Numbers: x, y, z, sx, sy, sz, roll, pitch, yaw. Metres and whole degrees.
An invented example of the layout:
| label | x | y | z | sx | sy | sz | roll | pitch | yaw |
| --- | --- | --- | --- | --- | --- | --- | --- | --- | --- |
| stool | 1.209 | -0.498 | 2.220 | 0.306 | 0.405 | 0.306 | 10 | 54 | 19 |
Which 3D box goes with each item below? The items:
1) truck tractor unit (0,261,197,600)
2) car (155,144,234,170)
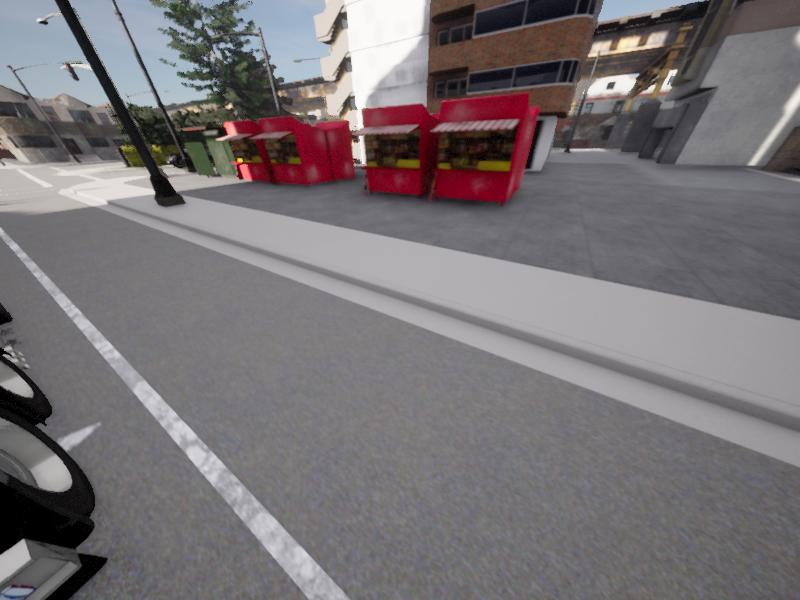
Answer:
| label | x | y | z | sx | sy | sz | roll | pitch | yaw |
| --- | --- | --- | --- | --- | --- | --- | --- | --- | --- |
| truck tractor unit | -5.113 | -0.296 | 0.795 | 6.516 | 4.208 | 3.053 | 18 | 39 | 25 |
| car | -21.714 | -15.401 | 24.786 | 2.150 | 2.045 | 5.566 | 18 | 39 | 25 |
